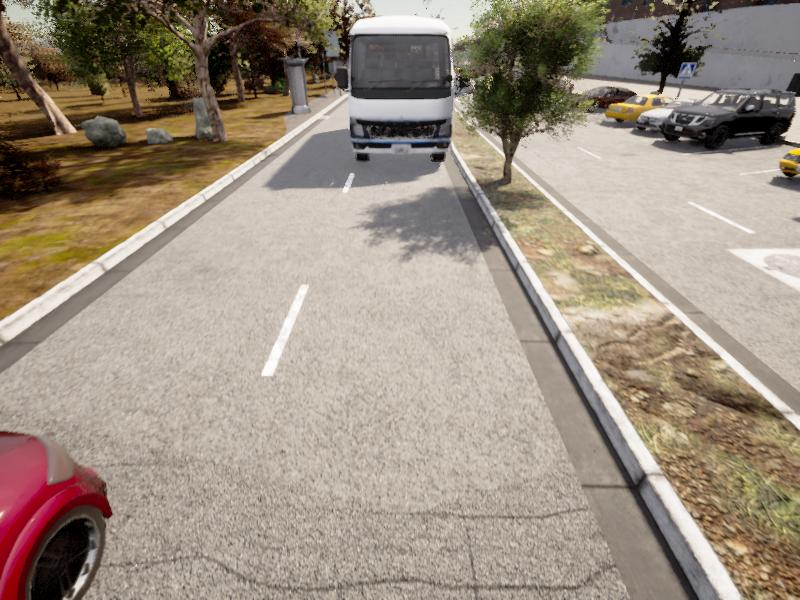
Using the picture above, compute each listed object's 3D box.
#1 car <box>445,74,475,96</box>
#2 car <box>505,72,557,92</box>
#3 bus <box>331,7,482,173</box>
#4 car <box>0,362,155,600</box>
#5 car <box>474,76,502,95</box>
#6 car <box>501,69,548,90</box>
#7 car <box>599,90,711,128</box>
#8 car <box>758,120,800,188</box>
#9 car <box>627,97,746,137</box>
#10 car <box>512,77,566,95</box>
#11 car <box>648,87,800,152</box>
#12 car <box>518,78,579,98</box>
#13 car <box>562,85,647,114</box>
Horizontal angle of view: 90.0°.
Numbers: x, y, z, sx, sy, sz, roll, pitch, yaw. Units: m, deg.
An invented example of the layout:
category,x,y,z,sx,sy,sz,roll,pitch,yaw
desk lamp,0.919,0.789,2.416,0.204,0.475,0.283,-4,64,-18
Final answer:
category,x,y,z,sx,sy,sz,roll,pitch,yaw
car,5.795,-21.113,39.214,2.242,1.667,4.611,0,31,0
car,13.843,-23.134,42.439,4.553,1.767,2.185,-10,33,-17
bus,0.029,-8.488,15.957,3.944,4.253,10.273,-1,31,-1
car,-2.995,2.051,1.104,1.994,1.385,4.181,0,31,0
car,8.801,-21.758,40.441,1.837,1.490,4.892,0,31,0
car,13.985,-24.796,44.980,4.442,1.987,1.878,-10,33,-17
car,14.022,-10.588,22.072,5.366,1.575,1.946,-10,33,-17
car,13.667,-4.317,11.670,5.366,1.575,1.946,-10,33,-17
car,13.852,-8.960,19.466,4.674,1.452,2.002,-10,33,-17
car,13.864,-21.446,39.987,4.674,1.452,2.002,-10,33,-17
car,13.822,-7.645,16.733,5.566,2.045,2.435,-10,33,-17
car,13.840,-19.886,37.403,4.792,1.488,2.163,-10,33,-17
car,13.830,-13.641,27.149,4.792,1.488,2.163,-10,33,-17
